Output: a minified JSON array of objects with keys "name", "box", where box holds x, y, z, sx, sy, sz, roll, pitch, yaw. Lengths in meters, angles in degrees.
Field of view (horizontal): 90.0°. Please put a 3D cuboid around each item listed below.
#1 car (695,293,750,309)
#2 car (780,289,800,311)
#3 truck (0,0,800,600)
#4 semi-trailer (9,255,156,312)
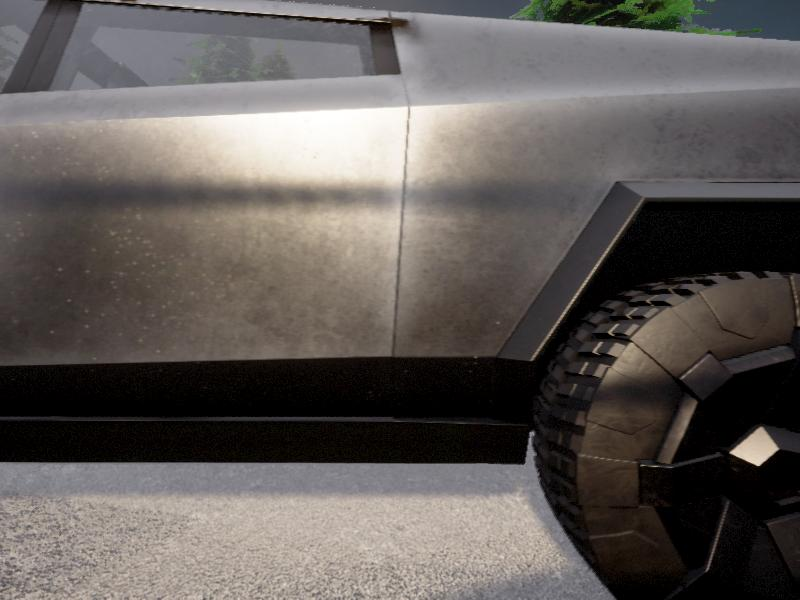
[{"name":"car","box":[34.787,0.149,43.345,2.033,1.649,4.856,0,0,1]},{"name":"car","box":[34.632,0.019,33.532,1.905,1.878,3.866,0,0,1]},{"name":"truck","box":[-0.927,-0.056,2.176,6.274,2.098,2.390,0,0,0]},{"name":"semi-trailer","box":[-28.970,-1.243,38.111,2.717,4.402,14.254,0,0,0]}]
